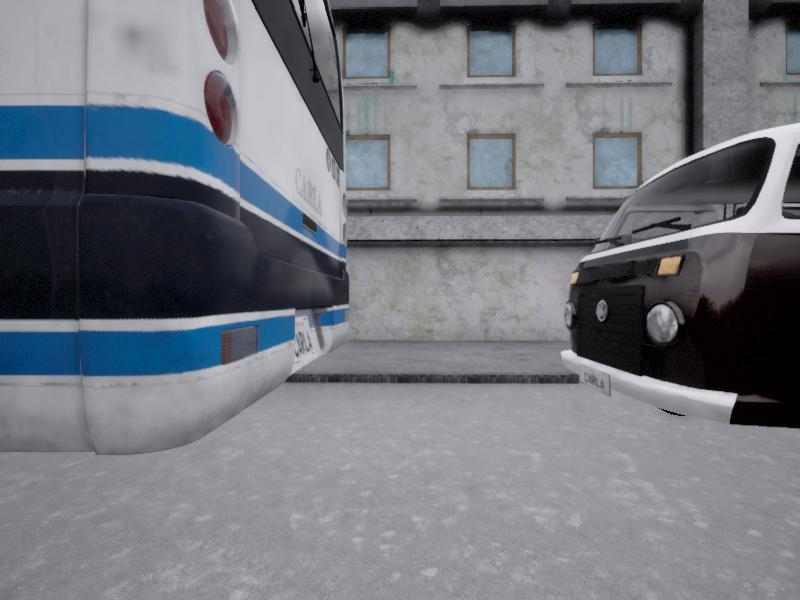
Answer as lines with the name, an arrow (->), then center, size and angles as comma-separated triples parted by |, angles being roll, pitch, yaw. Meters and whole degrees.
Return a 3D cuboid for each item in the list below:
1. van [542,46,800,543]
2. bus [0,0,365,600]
van -> 3.537, -0.031, 2.635 | 4.480, 2.038, 2.069 | 0, 0, 1
bus -> -5.575, -1.134, 2.714 | 10.273, 4.253, 3.944 | 0, 0, 1
